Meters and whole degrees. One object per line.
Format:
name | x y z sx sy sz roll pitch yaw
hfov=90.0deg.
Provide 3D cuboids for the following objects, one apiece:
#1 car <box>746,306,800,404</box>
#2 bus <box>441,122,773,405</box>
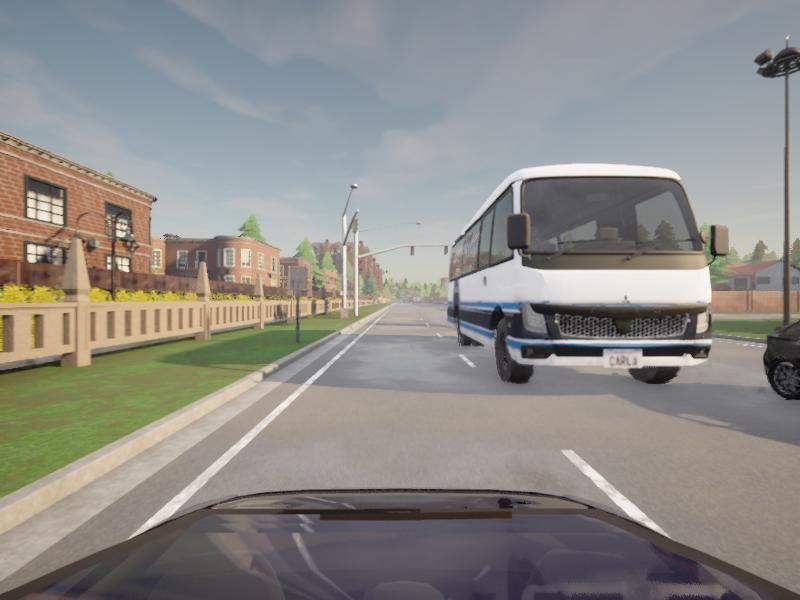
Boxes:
car | 7.003 0.852 4.957 1.816 1.474 4.193 0 0 0
bus | 3.623 -0.538 11.146 3.944 4.253 10.273 0 0 0
